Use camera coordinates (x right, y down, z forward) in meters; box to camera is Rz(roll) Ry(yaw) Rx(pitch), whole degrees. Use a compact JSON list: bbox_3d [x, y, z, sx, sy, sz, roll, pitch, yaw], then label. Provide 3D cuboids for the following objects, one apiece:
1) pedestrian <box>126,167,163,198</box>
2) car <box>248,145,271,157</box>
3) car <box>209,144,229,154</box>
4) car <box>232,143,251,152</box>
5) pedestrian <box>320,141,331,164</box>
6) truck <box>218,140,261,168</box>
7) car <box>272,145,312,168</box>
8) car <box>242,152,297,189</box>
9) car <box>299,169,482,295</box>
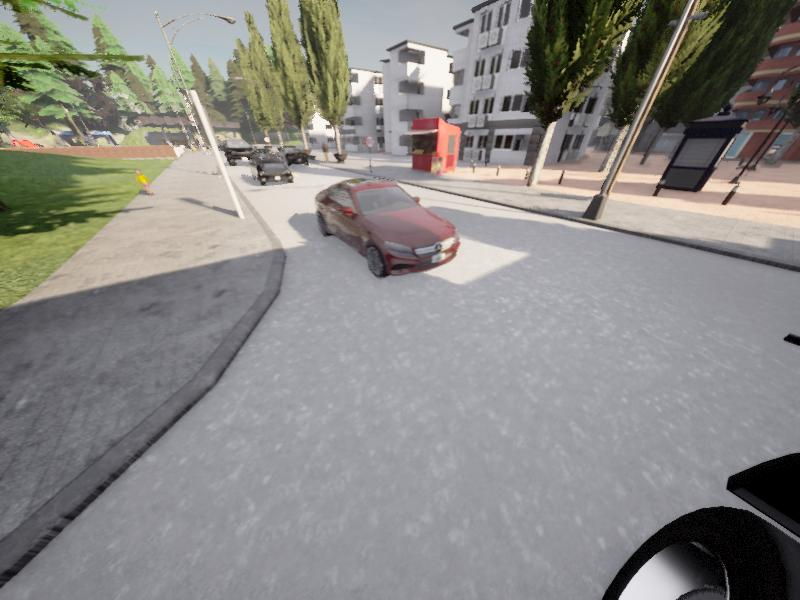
[{"bbox_3d":[-11.127,-5.132,10.101,0.500,1.100,0.500,-10,36,-13],"label":"pedestrian"},{"bbox_3d":[-21.242,-22.492,34.856,1.895,1.301,4.718,-23,41,-28],"label":"car"},{"bbox_3d":[-38.062,-31.844,48.600,2.152,1.651,5.027,-27,43,-32],"label":"car"},{"bbox_3d":[-33.594,-32.321,48.907,2.033,1.411,5.357,-27,43,-32],"label":"car"},{"bbox_3d":[-7.257,-14.383,22.528,0.751,1.860,0.751,-11,36,-14],"label":"pedestrian"},{"bbox_3d":[-16.250,-14.837,23.259,2.390,2.098,6.274,-23,41,-28],"label":"truck"},{"bbox_3d":[-10.671,-14.150,22.639,1.930,1.638,5.238,-23,41,-28],"label":"car"},{"bbox_3d":[-7.930,-7.910,13.912,1.816,1.474,4.193,-23,41,-28],"label":"car"},{"bbox_3d":[-0.654,-2.069,5.596,1.812,1.442,4.674,-22,41,-28],"label":"car"}]
